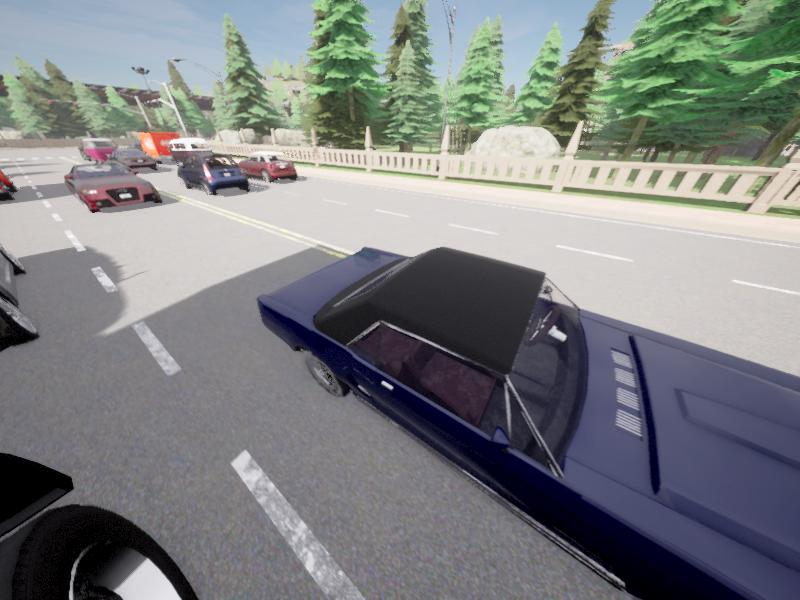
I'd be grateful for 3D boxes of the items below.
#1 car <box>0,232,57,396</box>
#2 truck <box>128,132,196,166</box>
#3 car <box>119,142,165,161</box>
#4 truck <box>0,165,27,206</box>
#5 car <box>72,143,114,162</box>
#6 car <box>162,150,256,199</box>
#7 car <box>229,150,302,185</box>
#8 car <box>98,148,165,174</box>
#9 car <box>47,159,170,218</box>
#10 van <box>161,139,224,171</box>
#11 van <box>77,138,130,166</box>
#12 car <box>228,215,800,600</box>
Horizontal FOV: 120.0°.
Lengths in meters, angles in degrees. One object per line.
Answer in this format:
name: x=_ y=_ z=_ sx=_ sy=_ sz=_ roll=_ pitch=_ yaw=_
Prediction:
car: x=-6.691 y=-0.258 z=2.786 sx=5.238 sy=1.638 sz=1.930 roll=22 pitch=41 yaw=28
truck: x=-22.789 y=-14.554 z=22.175 sx=5.204 sy=2.467 sz=2.627 roll=22 pitch=41 yaw=28
car: x=-28.940 y=-16.714 z=25.910 sx=4.856 sy=1.649 sz=2.033 roll=22 pitch=41 yaw=28
truck: x=-17.880 y=-5.161 z=8.910 sx=5.204 sy=2.467 sz=2.627 roll=22 pitch=41 yaw=28
car: x=-32.540 y=-15.690 z=24.489 sx=3.705 sy=1.549 sz=1.789 roll=22 pitch=41 yaw=28
car: x=-9.276 y=-6.225 z=11.246 sx=3.988 sy=1.617 sz=1.851 roll=22 pitch=41 yaw=28
car: x=-8.210 y=-8.201 z=14.170 sx=3.806 sy=1.475 sz=1.970 roll=22 pitch=41 yaw=28
car: x=-20.795 y=-10.836 z=17.859 sx=5.357 sy=1.411 sz=2.033 roll=22 pitch=41 yaw=28
car: x=-11.311 y=-4.495 z=8.983 sx=4.181 sy=1.385 sz=1.994 roll=22 pitch=41 yaw=28
van: x=-17.084 y=-12.054 z=19.048 sx=4.480 sy=2.038 sz=2.069 roll=22 pitch=40 yaw=28
van: x=-27.818 y=-13.941 z=21.679 sx=4.442 sy=1.987 sz=1.775 roll=22 pitch=41 yaw=28
car: x=0.853 y=0.498 z=2.084 sx=4.718 sy=1.301 sz=1.895 roll=22 pitch=41 yaw=28
